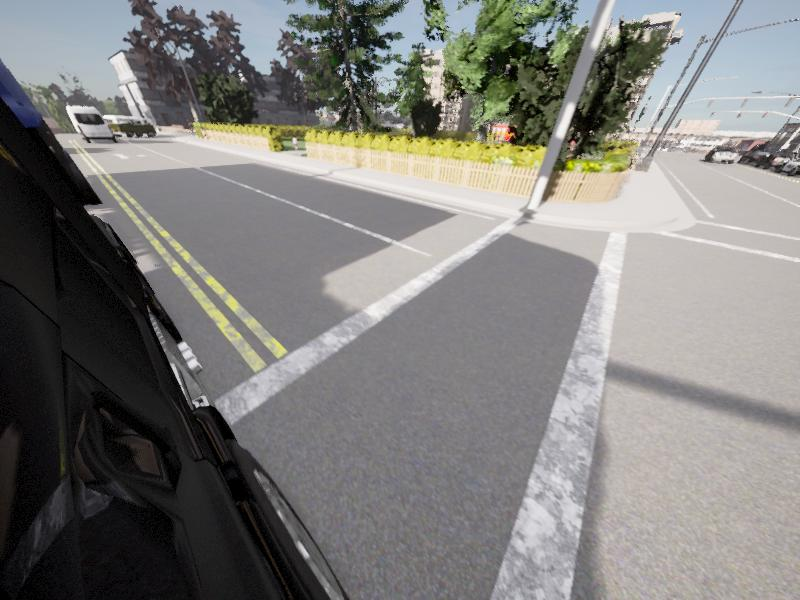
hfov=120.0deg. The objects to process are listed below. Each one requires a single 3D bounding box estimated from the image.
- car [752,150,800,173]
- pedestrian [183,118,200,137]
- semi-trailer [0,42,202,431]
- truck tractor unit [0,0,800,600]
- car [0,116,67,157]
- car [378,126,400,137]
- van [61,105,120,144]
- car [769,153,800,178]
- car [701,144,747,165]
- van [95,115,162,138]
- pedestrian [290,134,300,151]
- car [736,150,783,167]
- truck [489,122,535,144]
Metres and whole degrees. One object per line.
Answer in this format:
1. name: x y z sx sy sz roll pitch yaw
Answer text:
1. car: 38.662 -14.211 23.555 1.851 1.617 3.988 28 44 30
2. pedestrian: -26.345 -21.772 29.201 0.751 1.860 0.751 15 39 16
3. semi-trailer: -8.716 -3.593 4.211 14.254 4.402 2.717 28 44 30
4. truck tractor unit: -2.645 -0.295 0.351 6.516 4.208 3.053 28 44 30
5. car: -23.172 -10.236 14.373 4.553 1.767 2.097 28 44 30
6. car: -2.693 -41.385 56.889 2.150 2.045 5.566 28 44 30
7. van: -28.599 -16.180 21.339 5.915 2.561 1.988 28 44 30
8. car: 34.466 -11.323 19.519 2.038 1.542 4.974 28 44 30
9. car: 38.421 -17.385 27.548 1.932 1.855 4.605 29 43 30
10. van: -31.881 -20.521 27.434 2.069 2.038 4.480 4 36 4
11. pedestrian: -8.588 -12.929 18.978 0.500 1.100 0.500 -8 38 -13
12. car: 42.894 -17.033 27.705 1.812 1.442 4.674 28 44 30
13. truck: 26.058 -39.259 54.310 8.468 3.827 2.891 30 45 31
